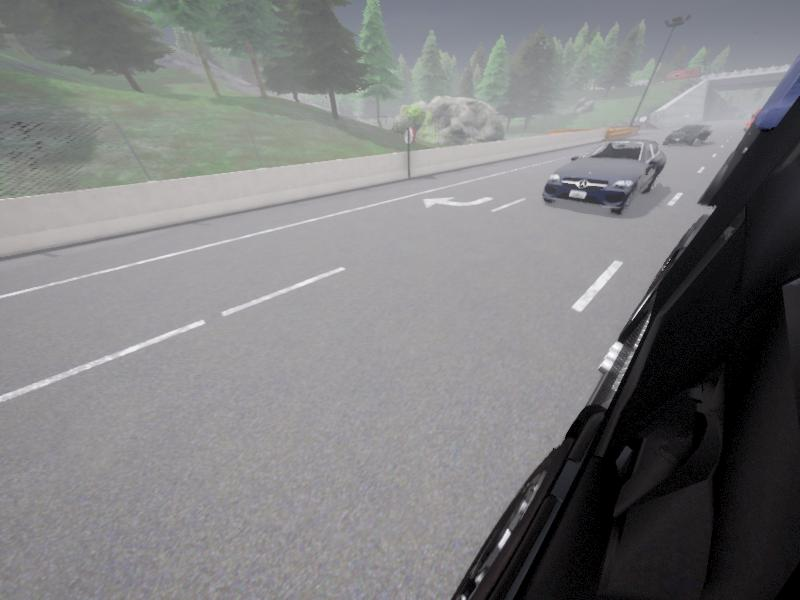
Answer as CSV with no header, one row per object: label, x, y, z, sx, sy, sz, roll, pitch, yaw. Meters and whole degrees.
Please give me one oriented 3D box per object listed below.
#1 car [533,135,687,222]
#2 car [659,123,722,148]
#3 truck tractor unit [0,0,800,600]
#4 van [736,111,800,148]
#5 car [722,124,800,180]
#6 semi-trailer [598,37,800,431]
car,6.858,-4.203,7.516,5.027,1.651,2.152,-28,43,-30
car,24.894,-14.157,19.820,4.892,1.490,1.837,-21,41,-23
truck tractor unit,2.645,-0.295,0.351,6.516,4.208,3.053,-28,44,-30
van,27.748,-12.801,17.355,4.480,2.038,2.069,-28,43,-31
car,16.481,-6.617,10.119,4.856,1.649,2.033,-28,43,-30
semi-trailer,8.705,-3.596,4.228,14.254,4.402,2.717,-28,43,-30
